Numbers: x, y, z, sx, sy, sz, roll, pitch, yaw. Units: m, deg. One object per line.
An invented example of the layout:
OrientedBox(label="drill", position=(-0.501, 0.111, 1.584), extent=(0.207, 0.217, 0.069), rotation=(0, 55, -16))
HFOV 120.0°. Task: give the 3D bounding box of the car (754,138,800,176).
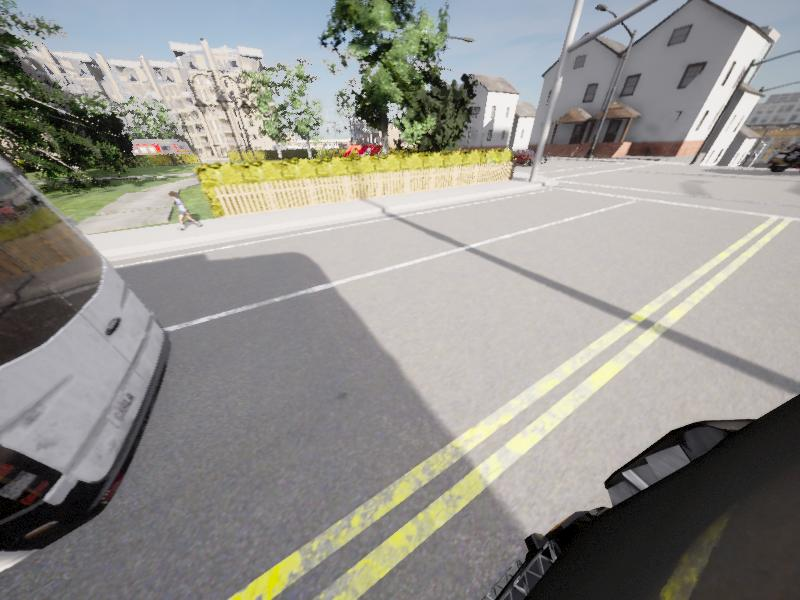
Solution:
OrientedBox(label="car", position=(25.653, -8.540, 13.732), extent=(4.605, 1.855, 1.932), rotation=(4, 36, 7))

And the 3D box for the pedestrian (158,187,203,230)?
OrientedBox(label="pedestrian", position=(-6.544, -2.752, 6.956), extent=(0.500, 1.100, 0.500), rotation=(-18, 37, -22))

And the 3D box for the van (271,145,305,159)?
OrientedBox(label="van", position=(-25.802, -34.224, 53.351), extent=(6.366, 2.431, 2.351), rotation=(-18, 38, -23))

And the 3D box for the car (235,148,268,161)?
OrientedBox(label="car", position=(-32.402, -31.884, 50.521), extent=(5.566, 2.045, 2.150), rotation=(-18, 37, -23))

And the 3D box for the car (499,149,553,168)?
OrientedBox(label="car", position=(12.464, -14.216, 23.128), extent=(1.994, 1.385, 4.181), rotation=(-20, 38, -25))

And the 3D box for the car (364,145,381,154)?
OrientedBox(label="car", position=(-7.478, -41.367, 63.510), extent=(1.932, 1.855, 4.605), rotation=(23, 41, 33))

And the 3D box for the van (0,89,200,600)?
OrientedBox(label="van", position=(-4.727, 0.969, 0.415), extent=(5.915, 2.561, 1.988), rotation=(-19, 38, -24))

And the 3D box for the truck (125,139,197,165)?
OrientedBox(label="truck", position=(-45.401, -28.445, 44.417), extent=(8.468, 3.827, 2.891), rotation=(-17, 37, -22))
